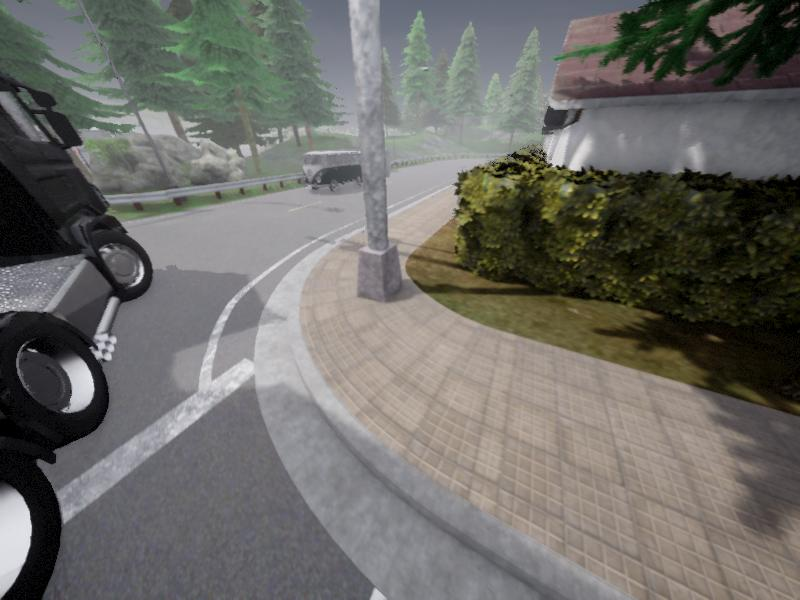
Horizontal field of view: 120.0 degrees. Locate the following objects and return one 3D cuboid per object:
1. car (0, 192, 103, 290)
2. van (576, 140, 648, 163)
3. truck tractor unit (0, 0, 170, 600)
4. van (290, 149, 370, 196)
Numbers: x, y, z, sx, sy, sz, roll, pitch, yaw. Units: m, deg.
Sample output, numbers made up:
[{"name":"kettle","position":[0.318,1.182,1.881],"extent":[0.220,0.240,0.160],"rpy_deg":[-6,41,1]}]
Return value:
[{"name":"car","position":[-8.806,-0.273,3.320],"extent":[2.033,1.411,5.357],"rpy_deg":[4,35,6]},{"name":"van","position":[27.950,-19.957,30.904],"extent":[6.366,2.431,2.351],"rpy_deg":[15,37,20]},{"name":"truck tractor unit","position":[-4.628,-0.602,1.284],"extent":[3.053,4.208,6.516],"rpy_deg":[-24,40,-30]},{"name":"van","position":[-3.865,-7.747,13.764],"extent":[1.775,1.987,4.442],"rpy_deg":[16,38,22]}]
